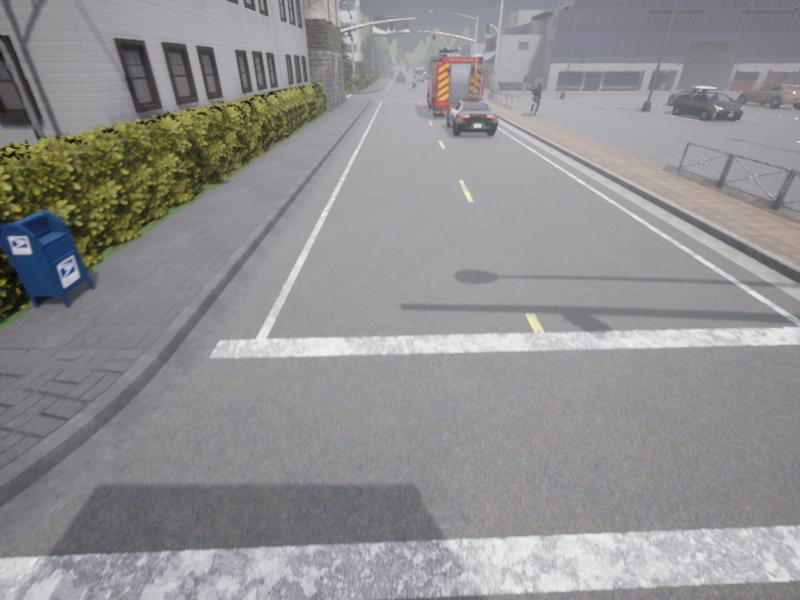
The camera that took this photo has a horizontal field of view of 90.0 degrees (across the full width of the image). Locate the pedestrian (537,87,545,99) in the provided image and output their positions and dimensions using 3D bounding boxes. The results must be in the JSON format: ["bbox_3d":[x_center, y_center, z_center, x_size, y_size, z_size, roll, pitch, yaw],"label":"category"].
[{"bbox_3d":[14.037,-20.626,39.844,0.500,1.100,0.500,0,30,0],"label":"pedestrian"}]

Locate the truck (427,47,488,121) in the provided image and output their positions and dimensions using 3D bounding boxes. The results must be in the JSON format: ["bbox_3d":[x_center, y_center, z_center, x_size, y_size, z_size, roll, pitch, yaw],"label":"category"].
[{"bbox_3d":[3.566,-14.833,27.285,2.891,3.827,8.468,0,30,0],"label":"truck"}]

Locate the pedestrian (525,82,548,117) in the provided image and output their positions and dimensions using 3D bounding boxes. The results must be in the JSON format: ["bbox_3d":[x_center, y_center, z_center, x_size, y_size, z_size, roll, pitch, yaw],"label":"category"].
[{"bbox_3d":[8.374,-12.334,24.623,0.751,1.860,0.751,-17,34,-26],"label":"pedestrian"}]

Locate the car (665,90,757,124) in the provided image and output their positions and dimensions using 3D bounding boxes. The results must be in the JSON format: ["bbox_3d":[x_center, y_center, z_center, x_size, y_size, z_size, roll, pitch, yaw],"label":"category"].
[{"bbox_3d":[18.977,-12.001,24.748,2.007,1.523,4.514,0,30,0],"label":"car"}]

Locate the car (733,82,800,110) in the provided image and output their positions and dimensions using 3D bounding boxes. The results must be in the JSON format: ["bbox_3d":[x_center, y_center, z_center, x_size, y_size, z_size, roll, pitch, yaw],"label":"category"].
[{"bbox_3d":[29.047,-15.864,31.046,2.152,1.636,5.027,0,30,0],"label":"car"}]

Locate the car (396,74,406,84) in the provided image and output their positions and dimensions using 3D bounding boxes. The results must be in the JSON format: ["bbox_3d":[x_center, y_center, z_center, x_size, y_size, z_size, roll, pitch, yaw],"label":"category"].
[{"bbox_3d":[0.130,-41.436,74.880,1.837,1.490,4.892,0,30,0],"label":"car"}]

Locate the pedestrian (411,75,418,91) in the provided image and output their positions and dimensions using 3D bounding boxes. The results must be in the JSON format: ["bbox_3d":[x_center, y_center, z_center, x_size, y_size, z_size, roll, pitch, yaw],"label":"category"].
[{"bbox_3d":[1.887,-28.263,52.054,0.751,1.860,0.751,7,31,12],"label":"pedestrian"}]

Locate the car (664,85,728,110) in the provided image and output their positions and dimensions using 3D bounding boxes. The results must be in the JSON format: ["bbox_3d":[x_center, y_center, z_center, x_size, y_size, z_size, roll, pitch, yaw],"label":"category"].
[{"bbox_3d":[22.630,-15.629,30.798,1.970,1.475,3.806,0,30,0],"label":"car"}]

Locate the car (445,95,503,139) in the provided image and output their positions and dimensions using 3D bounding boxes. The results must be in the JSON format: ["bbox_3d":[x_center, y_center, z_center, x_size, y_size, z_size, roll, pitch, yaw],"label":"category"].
[{"bbox_3d":[3.548,-9.329,20.175,2.038,1.542,4.974,0,30,0],"label":"car"}]
